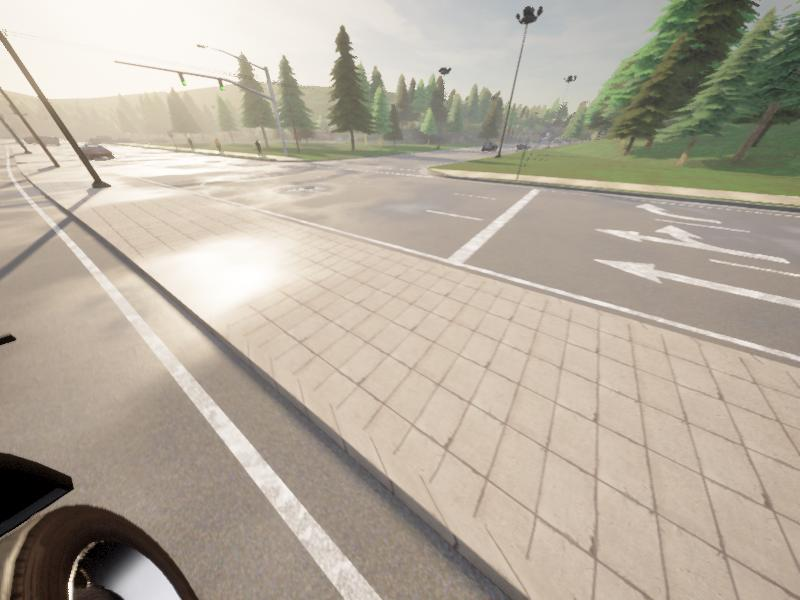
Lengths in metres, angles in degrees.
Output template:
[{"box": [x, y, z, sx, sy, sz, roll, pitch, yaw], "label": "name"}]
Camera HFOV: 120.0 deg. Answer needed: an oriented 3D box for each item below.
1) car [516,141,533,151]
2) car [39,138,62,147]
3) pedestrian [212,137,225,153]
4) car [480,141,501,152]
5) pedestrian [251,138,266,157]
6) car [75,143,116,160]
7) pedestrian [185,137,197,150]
[{"box": [26.961, -33.357, 49.953, 2.038, 1.542, 4.974, 23, 41, 29], "label": "car"}, {"box": [-80.000, -36.138, 52.822, 5.027, 1.651, 2.152, 23, 41, 28], "label": "car"}, {"box": [-26.489, -22.625, 33.706, 0.751, 1.860, 0.751, 24, 42, 30], "label": "pedestrian"}, {"box": [17.386, -29.377, 44.157, 2.033, 1.649, 4.856, 23, 41, 29], "label": "car"}, {"box": [-17.096, -18.494, 27.955, 0.751, 1.860, 0.751, 24, 42, 30], "label": "pedestrian"}, {"box": [-34.994, -17.105, 26.560, 4.181, 1.385, 1.994, 23, 41, 28], "label": "car"}, {"box": [-35.393, -26.529, 39.141, 0.751, 1.860, 0.751, 24, 42, 29], "label": "pedestrian"}]
